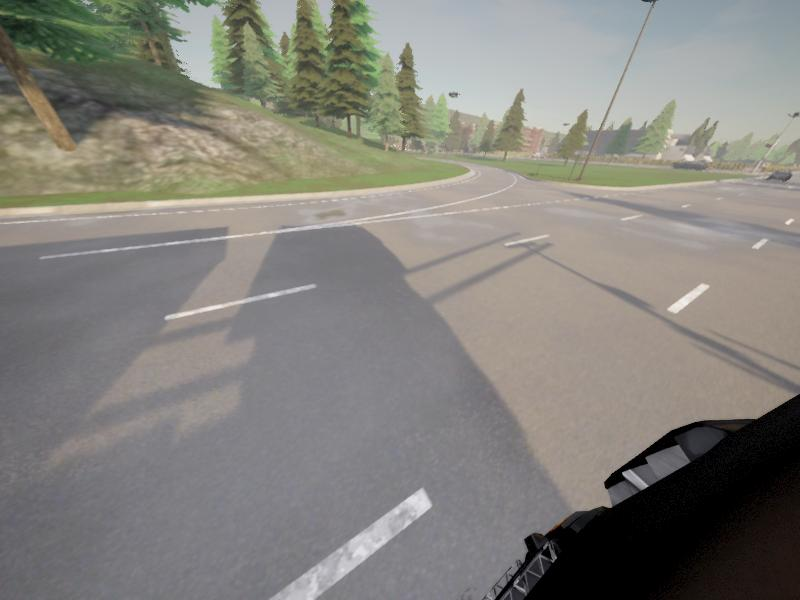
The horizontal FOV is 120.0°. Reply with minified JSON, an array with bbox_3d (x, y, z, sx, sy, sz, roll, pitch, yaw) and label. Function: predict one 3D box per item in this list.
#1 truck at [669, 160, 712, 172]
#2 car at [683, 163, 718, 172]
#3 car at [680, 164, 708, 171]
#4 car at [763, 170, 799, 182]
[{"bbox_3d":[74.529,-34.529,59.351,2.390,2.098,6.274,-16,38,-26],"label":"truck"},{"bbox_3d":[78.135,-34.632,60.200,2.152,1.651,5.027,-16,38,-26],"label":"car"},{"bbox_3d":[80.215,-36.308,63.097,1.994,1.385,4.181,-16,38,-26],"label":"car"},{"bbox_3d":[60.598,-19.773,36.712,4.902,1.511,2.128,-16,38,-26],"label":"car"}]
